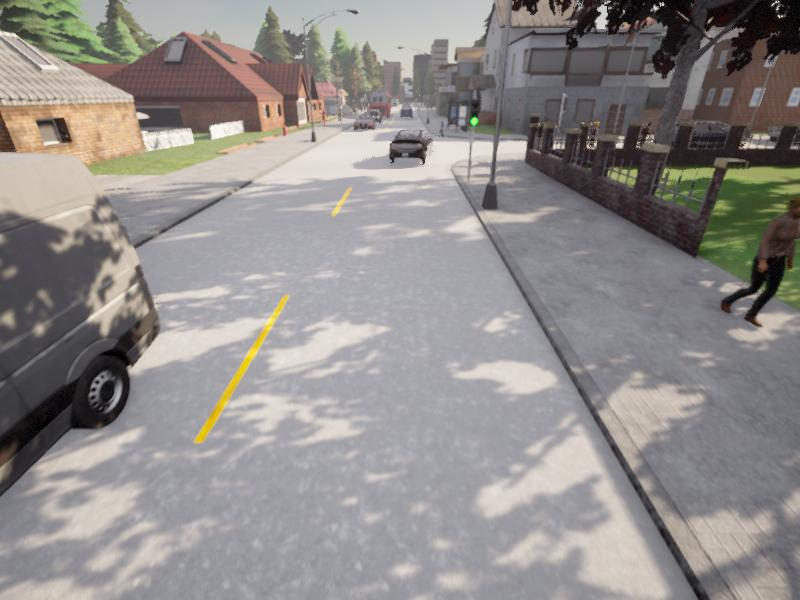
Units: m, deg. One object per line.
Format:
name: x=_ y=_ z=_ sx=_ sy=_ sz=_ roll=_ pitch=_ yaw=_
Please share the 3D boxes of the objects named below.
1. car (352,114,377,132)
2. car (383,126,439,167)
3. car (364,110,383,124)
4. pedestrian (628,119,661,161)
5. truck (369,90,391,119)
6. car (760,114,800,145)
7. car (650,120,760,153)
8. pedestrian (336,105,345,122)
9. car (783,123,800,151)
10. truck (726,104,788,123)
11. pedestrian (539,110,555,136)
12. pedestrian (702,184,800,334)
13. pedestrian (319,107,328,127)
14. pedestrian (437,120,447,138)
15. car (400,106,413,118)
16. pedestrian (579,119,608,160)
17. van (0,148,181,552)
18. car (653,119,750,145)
car: x=-3.385 y=-17.325 z=39.125 sx=1.994 sy=1.385 sz=4.181 roll=1 pitch=27 yaw=1
car: x=0.726 y=-8.231 z=21.150 sx=2.128 sy=1.511 sz=4.902 roll=5 pitch=27 yaw=10
car: x=-3.211 y=-22.530 z=49.202 sx=1.970 sy=1.475 sz=3.806 roll=0 pitch=27 yaw=1
pedestrian: x=12.263 y=-8.027 z=20.082 sx=0.751 sy=1.860 sz=0.751 roll=2 pitch=27 yaw=4
truck: x=-2.970 y=-30.420 z=62.079 sx=2.891 sy=3.827 sz=8.468 roll=0 pitch=27 yaw=1
car: x=28.681 y=-11.906 z=27.936 sx=4.605 sy=1.855 sz=1.932 roll=2 pitch=27 yaw=3
car: x=18.623 y=-10.080 z=24.642 sx=4.856 sy=1.649 sz=2.033 roll=-1 pitch=27 yaw=-1
pedestrian: x=-7.463 y=-23.405 z=50.214 sx=0.751 sy=1.860 sz=0.751 roll=2 pitch=27 yaw=4
car: x=27.149 y=-9.962 z=24.533 sx=4.902 sy=1.511 sz=2.128 roll=-1 pitch=27 yaw=-1
truck: x=46.193 y=-24.346 z=52.059 sx=2.390 sy=2.098 sz=6.274 roll=1 pitch=27 yaw=1
pedestrian: x=11.872 y=-14.261 z=32.274 sx=0.751 sy=1.860 sz=0.751 roll=1 pitch=27 yaw=2
pedestrian: x=5.042 y=-0.541 z=5.417 sx=0.751 sy=1.860 sz=0.751 roll=-2 pitch=27 yaw=-4
pedestrian: x=-7.896 y=-18.980 z=41.544 sx=0.751 sy=1.860 sz=0.751 roll=-3 pitch=27 yaw=-6
pedestrian: x=3.398 y=-13.854 z=32.343 sx=0.751 sy=1.300 sz=0.751 roll=1 pitch=27 yaw=2
car: x=1.052 y=-29.906 z=63.585 sx=1.882 sy=1.535 sz=5.008 roll=0 pitch=27 yaw=1
pedestrian: x=9.766 y=-8.100 z=20.225 sx=0.751 sy=1.860 sz=0.751 roll=1 pitch=27 yaw=2
van: x=-4.010 y=0.885 z=2.161 sx=1.988 sy=2.561 sz=5.915 roll=1 pitch=27 yaw=2
car: x=21.240 y=-11.935 z=28.400 sx=4.902 sy=1.511 sz=2.128 roll=0 pitch=27 yaw=1
